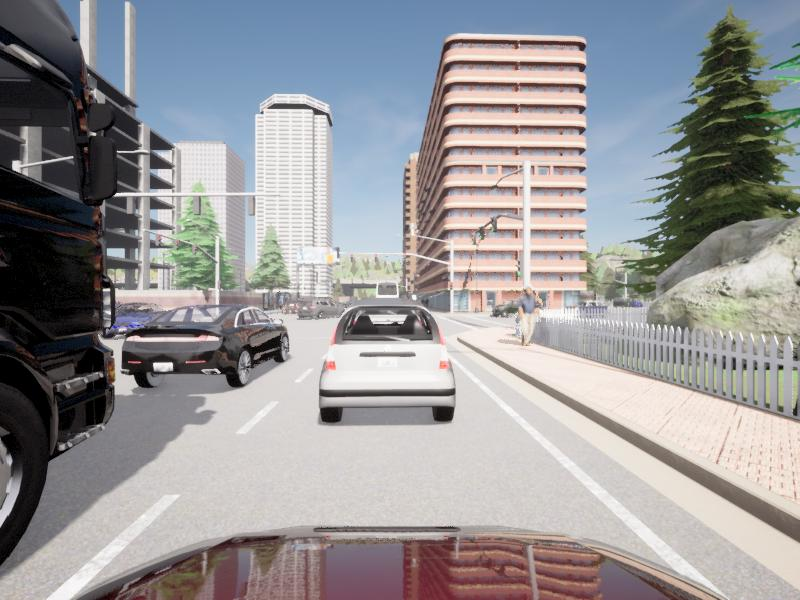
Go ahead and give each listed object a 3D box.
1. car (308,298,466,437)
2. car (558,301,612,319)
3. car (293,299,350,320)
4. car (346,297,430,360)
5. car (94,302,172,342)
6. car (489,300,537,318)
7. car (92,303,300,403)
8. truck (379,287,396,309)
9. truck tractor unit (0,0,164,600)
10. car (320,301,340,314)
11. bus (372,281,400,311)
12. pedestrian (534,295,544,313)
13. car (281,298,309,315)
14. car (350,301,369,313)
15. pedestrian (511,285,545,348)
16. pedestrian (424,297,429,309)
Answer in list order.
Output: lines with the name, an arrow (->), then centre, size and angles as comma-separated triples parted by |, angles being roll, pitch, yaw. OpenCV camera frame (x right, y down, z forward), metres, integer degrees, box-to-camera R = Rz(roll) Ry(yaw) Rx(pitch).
car -> -0.207, 0.788, 6.686 | 1.851, 1.617, 3.988 | 0, 0, -2
car -> 15.441, 0.798, 33.417 | 3.806, 1.475, 1.970 | 0, 0, -22
car -> -6.598, 0.738, 34.138 | 2.242, 1.667, 4.611 | 0, 0, 30
car -> -0.383, 0.756, 12.936 | 2.242, 1.667, 4.611 | 0, 0, -2
car -> -11.378, 0.853, 17.378 | 1.816, 1.474, 4.193 | 0, 0, -19
car -> 10.037, 0.759, 35.522 | 3.705, 1.549, 1.789 | 0, 0, -14
car -> -3.774, 0.836, 8.674 | 2.128, 1.511, 4.902 | 0, 0, -2
truck -> -2.345, -0.325, 74.066 | 2.891, 3.827, 8.468 | 0, 0, -2
truck tractor unit -> -3.405, -0.516, 0.104 | 3.053, 4.208, 6.516 | 0, 0, -3
car -> -8.566, 0.844, 49.348 | 1.837, 1.490, 4.892 | 0, 0, -2
bus -> -2.067, -0.533, 61.354 | 3.944, 4.253, 10.273 | 0, 0, -2
pedestrian -> 15.202, 0.429, 43.677 | 0.751, 1.860, 0.751 | 0, 0, -18
car -> -11.956, 0.694, 45.747 | 2.097, 1.767, 4.553 | 0, 0, -2
car -> -5.116, 0.895, 51.359 | 2.033, 1.411, 5.357 | 0, 0, -2
pedestrian -> 3.844, 0.485, 12.060 | 0.751, 1.860, 0.751 | 0, 0, -2
pedestrian -> 4.307, 0.485, 65.055 | 0.751, 1.860, 0.751 | 0, 0, -9
